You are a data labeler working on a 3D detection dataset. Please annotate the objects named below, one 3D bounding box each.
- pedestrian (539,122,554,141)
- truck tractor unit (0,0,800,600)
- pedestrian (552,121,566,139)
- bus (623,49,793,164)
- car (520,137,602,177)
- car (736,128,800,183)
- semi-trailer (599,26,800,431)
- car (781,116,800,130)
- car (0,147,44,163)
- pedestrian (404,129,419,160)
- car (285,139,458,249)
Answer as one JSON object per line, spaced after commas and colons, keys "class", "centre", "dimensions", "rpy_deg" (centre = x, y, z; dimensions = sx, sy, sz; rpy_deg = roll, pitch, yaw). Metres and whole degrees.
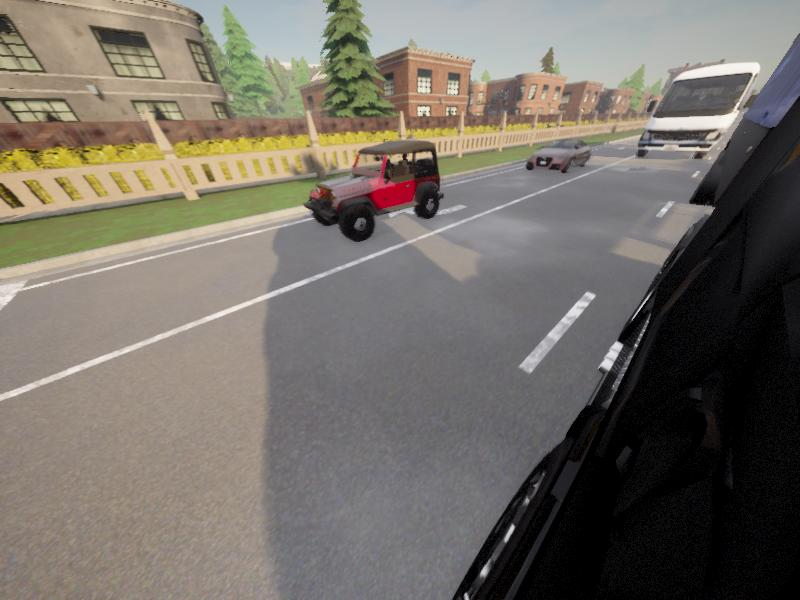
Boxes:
{"class": "pedestrian", "centre": [17.641, -20.240, 27.807], "dimensions": [0.751, 1.860, 0.751], "rpy_deg": [-29, 44, -30]}
{"class": "truck tractor unit", "centre": [2.645, -0.295, 0.351], "dimensions": [6.516, 4.208, 3.053], "rpy_deg": [-28, 44, -30]}
{"class": "pedestrian", "centre": [21.293, -22.725, 30.912], "dimensions": [0.751, 1.860, 0.751], "rpy_deg": [-29, 44, -31]}
{"class": "bus", "centre": [19.447, -11.964, 14.925], "dimensions": [10.273, 4.253, 3.944], "rpy_deg": [-28, 44, -30]}
{"class": "car", "centre": [8.690, -7.852, 12.473], "dimensions": [4.181, 1.385, 1.994], "rpy_deg": [-28, 44, -30]}
{"class": "car", "centre": [16.516, -6.090, 9.531], "dimensions": [4.902, 1.511, 2.128], "rpy_deg": [-25, 42, -27]}
{"class": "semi-trailer", "centre": [8.621, -3.651, 4.312], "dimensions": [14.254, 4.402, 2.717], "rpy_deg": [-29, 44, -31]}
{"class": "car", "centre": [53.776, -23.862, 31.103], "dimensions": [3.806, 1.475, 1.970], "rpy_deg": [-28, 44, -30]}
{"class": "car", "centre": [-57.772, -22.237, 35.351], "dimensions": [2.097, 1.767, 4.553], "rpy_deg": [-28, 44, -30]}
{"class": "pedestrian", "centre": [0.886, -11.636, 17.299], "dimensions": [0.751, 1.860, 0.751], "rpy_deg": [-28, 44, -30]}
{"class": "car", "centre": [-0.534, -3.112, 6.252], "dimensions": [3.866, 1.878, 1.905], "rpy_deg": [-28, 44, -30]}
